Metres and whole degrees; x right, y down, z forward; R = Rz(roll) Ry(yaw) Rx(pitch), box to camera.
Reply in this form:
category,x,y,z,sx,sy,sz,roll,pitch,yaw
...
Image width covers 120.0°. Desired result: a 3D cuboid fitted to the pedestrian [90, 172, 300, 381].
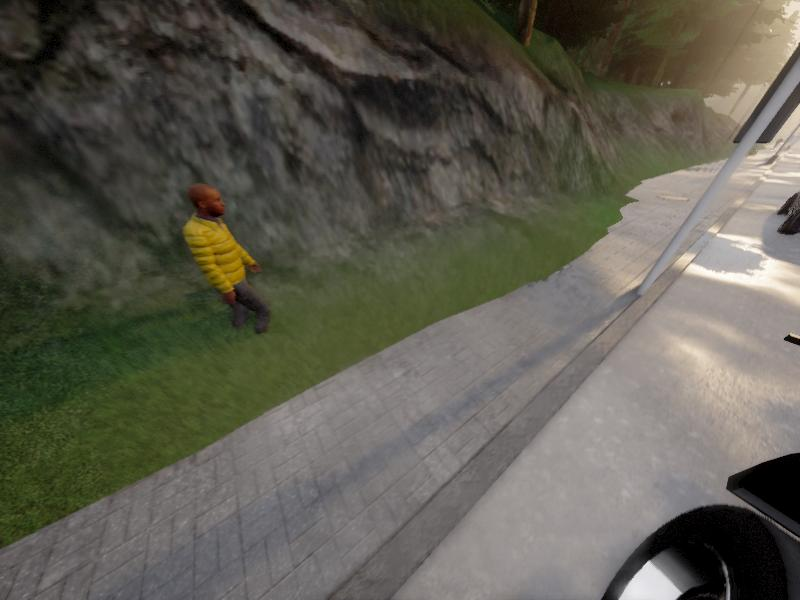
category,x,y,z,sx,sy,sz,roll,pitch,yaw
pedestrian,-1.660,-0.176,2.333,0.751,1.860,0.751,-13,37,-17

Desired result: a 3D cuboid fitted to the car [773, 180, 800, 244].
category,x,y,z,sx,sy,sz,roll,pitch,yaw
car,12.398,-2.603,6.036,4.611,1.667,2.242,-25,42,-29

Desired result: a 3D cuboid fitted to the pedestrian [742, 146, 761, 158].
category,x,y,z,sx,sy,sz,roll,pitch,yaw
pedestrian,38.854,-16.323,25.548,0.500,1.100,0.500,-8,36,-11
